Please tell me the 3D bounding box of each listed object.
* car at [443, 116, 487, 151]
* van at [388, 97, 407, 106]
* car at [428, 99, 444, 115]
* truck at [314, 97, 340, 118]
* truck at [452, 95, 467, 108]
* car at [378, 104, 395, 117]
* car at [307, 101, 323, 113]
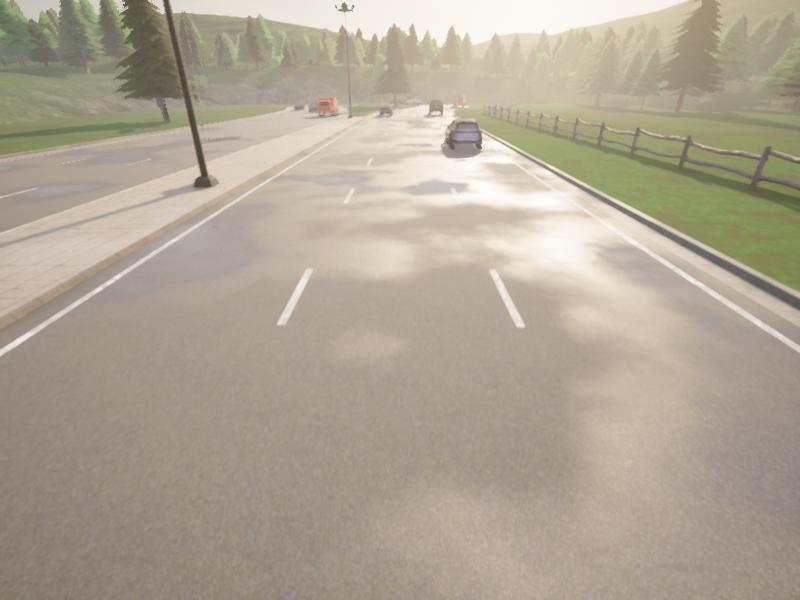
[{"bbox_3d":[3.922,-10.444,24.887,2.033,1.649,4.856,0,27,1],"label":"car"},{"bbox_3d":[-0.634,-51.902,104.457,4.442,1.987,1.775,10,29,19],"label":"van"},{"bbox_3d":[5.477,-29.530,61.219,2.150,2.045,5.566,1,27,3],"label":"car"},{"bbox_3d":[-10.185,-27.207,56.380,2.627,2.467,5.204,1,29,1],"label":"truck"},{"bbox_3d":[13.399,-44.565,89.657,2.627,2.467,5.204,6,28,12],"label":"truck"},{"bbox_3d":[-1.882,-27.686,58.325,1.837,1.490,4.892,2,28,4],"label":"car"},{"bbox_3d":[-14.710,-33.603,69.530,2.097,1.767,4.553,-2,27,-4],"label":"car"}]
